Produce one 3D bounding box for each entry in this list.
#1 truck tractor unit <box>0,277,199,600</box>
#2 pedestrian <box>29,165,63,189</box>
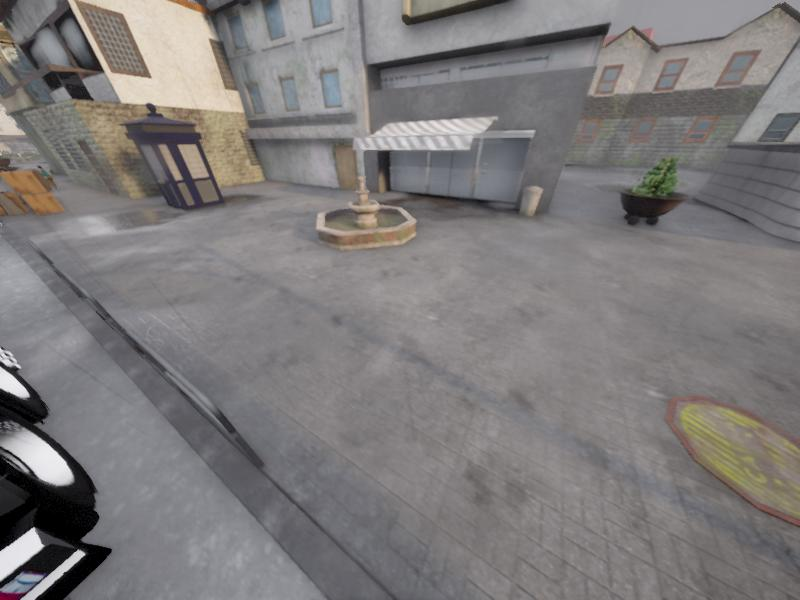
[{"bbox_3d":[-5.130,-0.282,0.746,6.516,4.208,3.053,18,39,23],"label":"truck tractor unit"},{"bbox_3d":[-19.455,-6.790,12.726,0.500,1.100,0.500,19,39,25],"label":"pedestrian"}]
